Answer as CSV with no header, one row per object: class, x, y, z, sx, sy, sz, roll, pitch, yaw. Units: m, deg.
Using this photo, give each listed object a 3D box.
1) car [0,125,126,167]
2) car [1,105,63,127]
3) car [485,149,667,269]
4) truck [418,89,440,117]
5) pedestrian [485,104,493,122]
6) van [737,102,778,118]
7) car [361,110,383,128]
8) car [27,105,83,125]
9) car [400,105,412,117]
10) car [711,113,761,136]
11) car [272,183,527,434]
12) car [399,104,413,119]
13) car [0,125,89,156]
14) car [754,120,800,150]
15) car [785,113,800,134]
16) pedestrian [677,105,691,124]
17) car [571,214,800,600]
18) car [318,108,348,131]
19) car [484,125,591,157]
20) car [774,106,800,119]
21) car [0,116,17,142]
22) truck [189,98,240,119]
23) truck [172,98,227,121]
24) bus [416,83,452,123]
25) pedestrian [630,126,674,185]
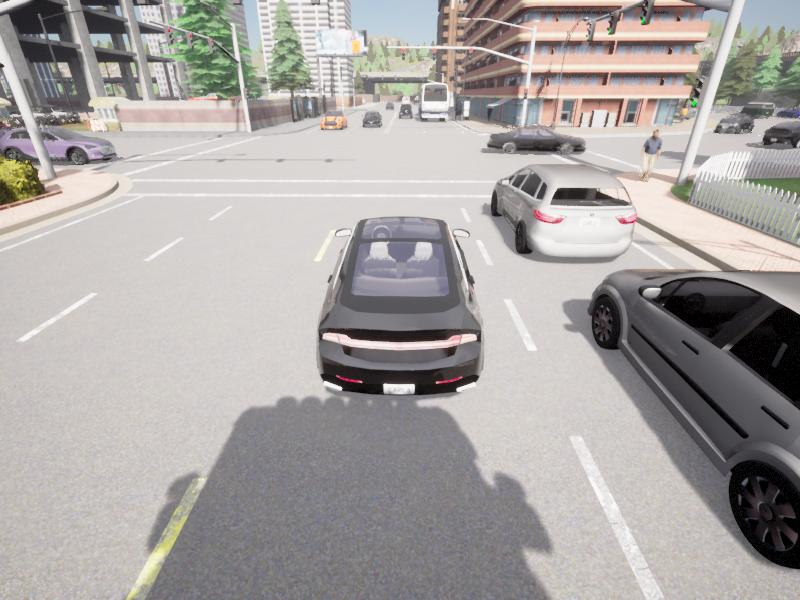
car,-16.418,-7.409,19.161,4.856,1.649,2.033,0,27,1
car,-36.854,-18.481,40.152,3.866,1.878,1.905,0,27,1
car,3.608,-2.401,9.470,2.242,1.667,4.611,1,27,1
truck,4.448,-31.288,63.383,2.891,3.827,8.468,0,27,1
pedestrian,10.543,-22.197,47.443,0.751,1.860,0.751,2,27,4
van,51.304,-27.323,57.547,1.775,1.987,4.442,1,27,2
car,-2.899,-19.102,42.204,1.837,1.490,4.892,0,27,1
car,-36.817,-19.824,42.768,3.866,1.878,1.905,0,27,1
car,0.933,-29.958,63.300,1.801,1.575,5.366,0,27,1
car,28.260,-14.821,33.668,3.705,1.549,1.789,-17,32,-30
car,0.026,-0.456,5.857,2.128,1.511,4.902,0,27,1
car,0.822,-26.466,56.114,1.905,1.878,3.866,0,27,1
car,-20.998,-8.923,22.365,5.357,1.411,2.033,0,27,0
car,25.186,-10.461,25.241,4.892,1.490,1.837,-10,29,-19
car,35.064,-15.220,34.531,3.806,1.475,1.970,-24,35,-38
pedestrian,30.077,-19.690,42.432,0.751,1.860,0.751,16,31,29
car,3.497,0.482,3.923,1.851,1.617,3.988,0,27,1
car,-6.451,-17.664,39.073,2.097,1.767,4.553,0,27,1
car,7.626,-9.028,22.603,5.357,1.411,2.033,7,28,15
car,54.625,-25.985,55.491,1.816,1.474,4.193,3,27,6
car,-30.496,-12.244,28.601,3.988,1.617,1.851,0,27,0
truck,-25.008,-25.968,54.167,5.204,2.467,2.615,0,27,1
truck,-25.062,-24.000,50.332,5.204,2.467,2.615,0,27,1
bus,4.143,-25.669,51.980,3.944,4.253,10.273,0,27,1
pedestrian,8.869,-5.105,14.143,0.751,1.860,0.751,8,28,16
